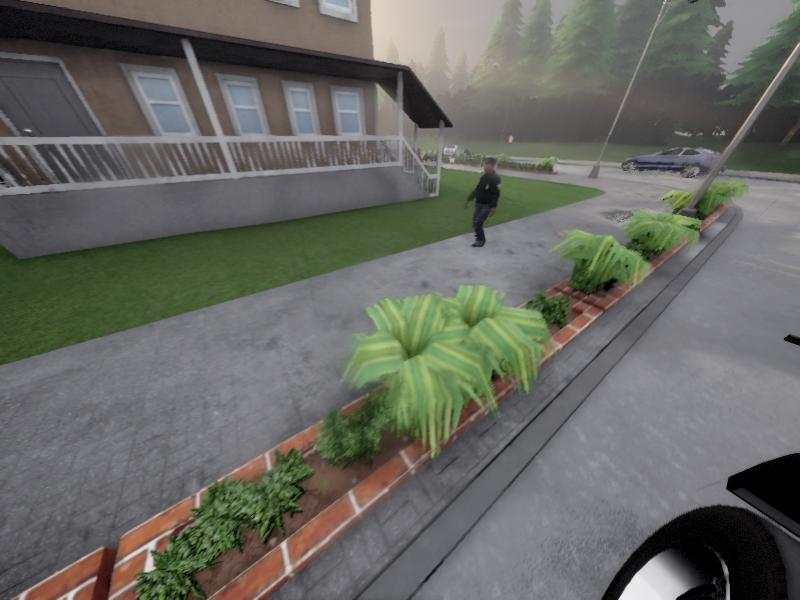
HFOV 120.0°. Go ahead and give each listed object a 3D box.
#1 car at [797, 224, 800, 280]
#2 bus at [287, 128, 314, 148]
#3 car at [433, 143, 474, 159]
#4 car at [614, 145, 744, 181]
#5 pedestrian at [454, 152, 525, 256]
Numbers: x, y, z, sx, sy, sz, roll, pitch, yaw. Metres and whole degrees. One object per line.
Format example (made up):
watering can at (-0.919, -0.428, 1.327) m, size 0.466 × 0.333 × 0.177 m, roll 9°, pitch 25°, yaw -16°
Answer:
car at (10.223, -1.491, 4.500) m, size 5.238 × 1.638 × 1.930 m, roll -23°, pitch 41°, yaw -28°
bus at (-28.715, -46.441, 66.334) m, size 3.944 × 4.253 × 10.273 m, roll -22°, pitch 40°, yaw -27°
car at (6.813, -19.327, 29.915) m, size 2.038 × 1.542 × 4.974 m, roll -22°, pitch 40°, yaw -27°
car at (18.415, -9.416, 15.676) m, size 2.152 × 1.651 × 5.027 m, roll -16°, pitch 38°, yaw -21°
pedestrian at (1.812, -2.031, 4.937) m, size 0.751 × 1.860 × 0.751 m, roll -22°, pitch 40°, yaw -27°
